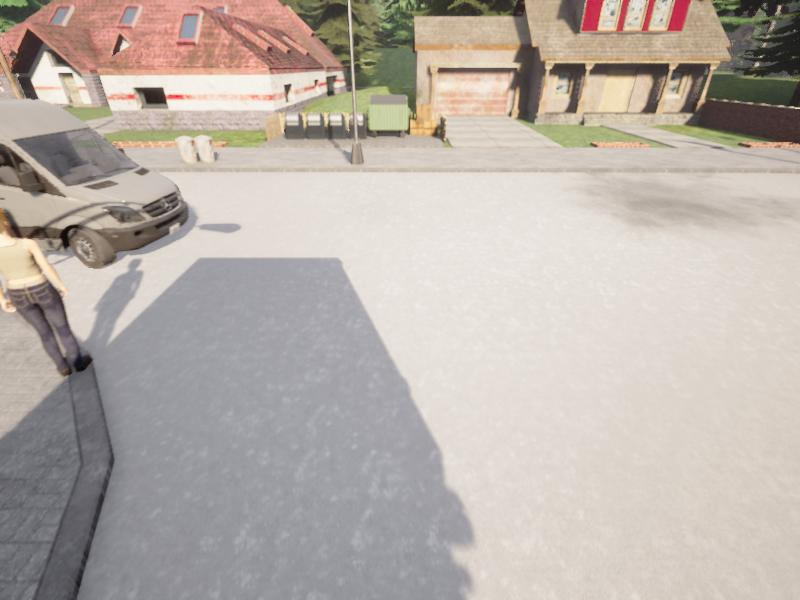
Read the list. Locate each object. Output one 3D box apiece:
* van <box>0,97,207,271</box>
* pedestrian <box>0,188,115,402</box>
[{"bbox_3d":[-7.149,-2.199,7.242,5.915,2.561,1.988,2,30,3],"label":"van"},{"bbox_3d":[-3.611,-0.041,3.973,0.751,1.860,0.751,-17,35,-27],"label":"pedestrian"}]
